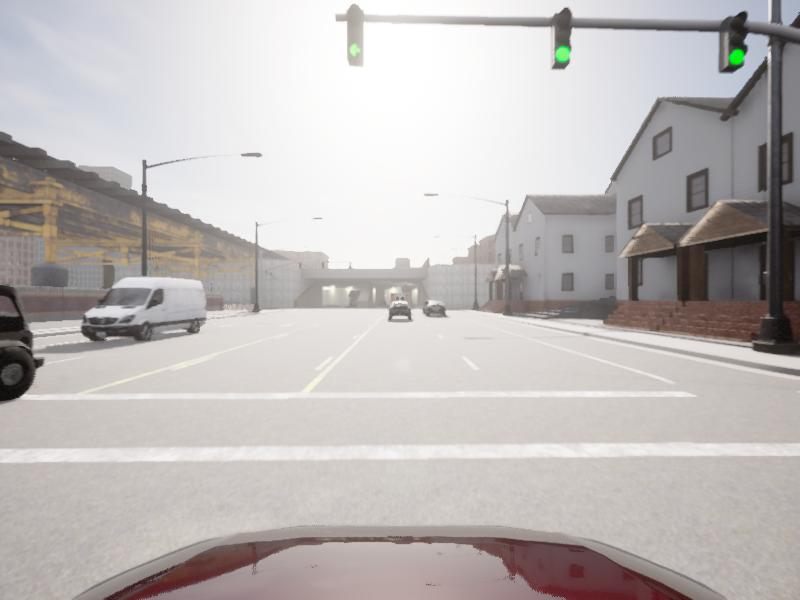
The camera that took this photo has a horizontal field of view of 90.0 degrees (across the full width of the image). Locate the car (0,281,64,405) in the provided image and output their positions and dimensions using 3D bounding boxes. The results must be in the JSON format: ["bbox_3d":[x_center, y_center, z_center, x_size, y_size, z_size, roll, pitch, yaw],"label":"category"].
[{"bbox_3d":[-7.002,0.645,5.267,1.905,1.878,3.866,0,0,0],"label":"car"}]

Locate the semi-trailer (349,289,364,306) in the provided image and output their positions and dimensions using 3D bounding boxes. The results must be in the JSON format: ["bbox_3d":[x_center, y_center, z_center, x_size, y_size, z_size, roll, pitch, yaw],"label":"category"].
[{"bbox_3d":[-12.039,-0.622,112.051,2.717,4.402,14.254,0,0,-1],"label":"semi-trailer"}]

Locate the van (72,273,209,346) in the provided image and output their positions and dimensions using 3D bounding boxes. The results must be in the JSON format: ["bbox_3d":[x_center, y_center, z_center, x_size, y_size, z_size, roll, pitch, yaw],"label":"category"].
[{"bbox_3d":[-10.508,0.319,16.989,1.988,2.561,5.915,0,0,0],"label":"van"}]

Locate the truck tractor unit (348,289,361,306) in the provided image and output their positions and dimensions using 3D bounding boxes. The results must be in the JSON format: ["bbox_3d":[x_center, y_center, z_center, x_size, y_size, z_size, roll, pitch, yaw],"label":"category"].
[{"bbox_3d":[-11.841,-0.527,104.144,3.053,4.208,6.516,0,0,-2],"label":"truck tractor unit"}]

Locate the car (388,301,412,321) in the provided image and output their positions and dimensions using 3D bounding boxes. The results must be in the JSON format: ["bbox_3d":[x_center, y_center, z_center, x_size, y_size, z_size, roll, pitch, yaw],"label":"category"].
[{"bbox_3d":[-0.003,0.842,33.153,1.837,1.490,4.892,0,0,0],"label":"car"}]

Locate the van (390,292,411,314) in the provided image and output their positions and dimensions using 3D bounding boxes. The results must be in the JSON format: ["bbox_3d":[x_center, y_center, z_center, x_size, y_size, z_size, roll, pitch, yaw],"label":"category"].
[{"bbox_3d":[0.004,0.374,48.076,2.351,2.431,6.366,0,0,0],"label":"van"}]

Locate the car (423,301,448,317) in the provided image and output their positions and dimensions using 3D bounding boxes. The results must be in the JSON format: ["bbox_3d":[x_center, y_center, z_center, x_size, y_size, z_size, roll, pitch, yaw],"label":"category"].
[{"bbox_3d":[3.492,0.832,40.046,2.128,1.511,4.902,0,0,0],"label":"car"}]
